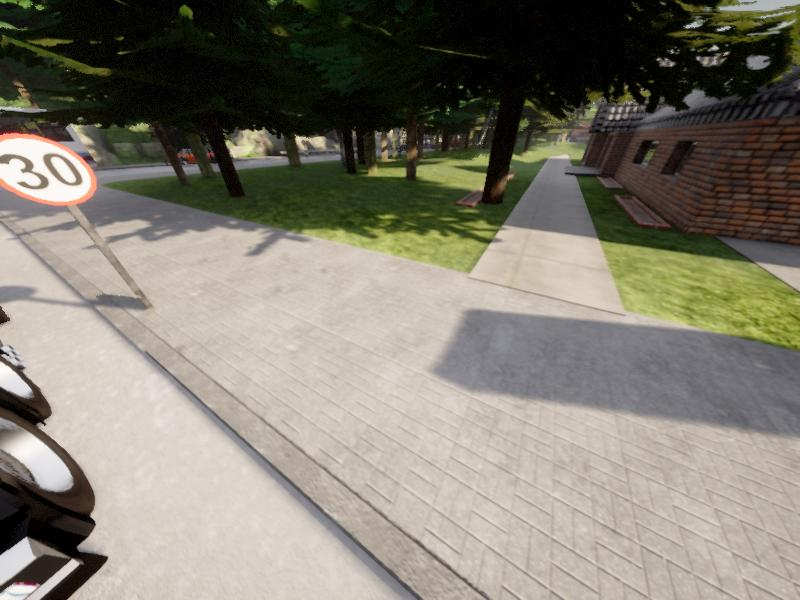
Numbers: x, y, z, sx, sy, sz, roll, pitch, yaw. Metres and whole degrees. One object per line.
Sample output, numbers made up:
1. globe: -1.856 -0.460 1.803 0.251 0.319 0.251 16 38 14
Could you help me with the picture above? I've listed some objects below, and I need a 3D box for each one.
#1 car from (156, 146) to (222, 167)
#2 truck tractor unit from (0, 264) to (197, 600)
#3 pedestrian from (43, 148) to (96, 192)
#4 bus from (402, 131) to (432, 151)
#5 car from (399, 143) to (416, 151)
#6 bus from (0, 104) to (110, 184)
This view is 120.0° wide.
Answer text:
1. car: -22.802 -15.718 25.185 2.097 1.767 4.553 18 39 24
2. truck tractor unit: -5.110 -0.302 0.779 6.516 4.208 3.053 18 39 24
3. pedestrian: -16.870 -6.667 11.861 0.751 1.860 0.751 26 43 32
4. bus: 4.762 -44.083 63.896 3.944 4.253 10.273 18 39 24
5. car: 1.881 -35.802 54.069 1.837 1.490 4.892 18 39 24
6. bus: -27.955 -9.958 14.821 3.944 4.253 10.273 8 35 12
